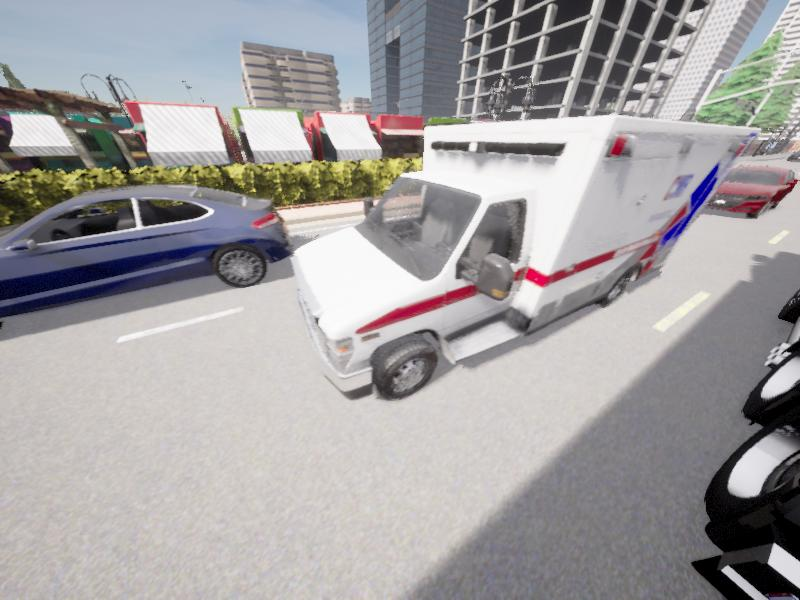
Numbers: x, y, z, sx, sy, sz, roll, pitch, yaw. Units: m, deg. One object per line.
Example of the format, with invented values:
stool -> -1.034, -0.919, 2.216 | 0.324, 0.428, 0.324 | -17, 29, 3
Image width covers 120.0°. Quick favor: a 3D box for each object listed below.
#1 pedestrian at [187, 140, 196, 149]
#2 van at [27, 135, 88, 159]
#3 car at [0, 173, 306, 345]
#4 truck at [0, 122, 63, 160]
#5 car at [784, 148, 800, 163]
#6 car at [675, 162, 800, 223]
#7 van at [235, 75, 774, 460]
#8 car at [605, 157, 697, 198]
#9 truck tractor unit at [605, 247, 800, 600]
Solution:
pedestrian -> -49.065, -36.620, 54.349 | 0.751, 1.860, 0.751 | -19, 39, -25
van -> -47.814, -21.655, 32.544 | 1.988, 2.561, 5.915 | -17, 38, -23
car -> -4.642, -1.016, 4.009 | 5.027, 1.651, 2.152 | -17, 39, -24
truck -> -50.708, -21.049, 30.522 | 2.891, 3.827, 8.468 | -17, 38, -23
car -> 55.461, -19.801, 31.592 | 5.008, 1.535, 1.882 | -17, 38, -23
car -> 13.659, -4.421, 9.130 | 5.008, 1.535, 1.882 | -17, 38, -24
van -> 1.767, -1.067, 3.429 | 6.366, 2.431, 2.351 | -17, 39, -24
car -> 13.237, -6.570, 12.224 | 3.633, 1.501, 1.845 | -17, 39, -24
truck tractor unit -> 5.078, -0.333, 0.821 | 6.516, 4.208, 3.053 | -20, 39, -25
